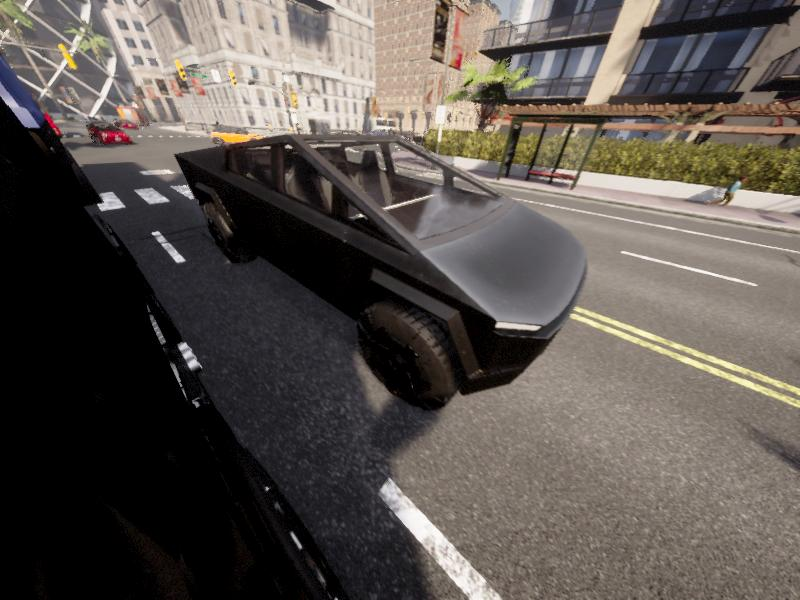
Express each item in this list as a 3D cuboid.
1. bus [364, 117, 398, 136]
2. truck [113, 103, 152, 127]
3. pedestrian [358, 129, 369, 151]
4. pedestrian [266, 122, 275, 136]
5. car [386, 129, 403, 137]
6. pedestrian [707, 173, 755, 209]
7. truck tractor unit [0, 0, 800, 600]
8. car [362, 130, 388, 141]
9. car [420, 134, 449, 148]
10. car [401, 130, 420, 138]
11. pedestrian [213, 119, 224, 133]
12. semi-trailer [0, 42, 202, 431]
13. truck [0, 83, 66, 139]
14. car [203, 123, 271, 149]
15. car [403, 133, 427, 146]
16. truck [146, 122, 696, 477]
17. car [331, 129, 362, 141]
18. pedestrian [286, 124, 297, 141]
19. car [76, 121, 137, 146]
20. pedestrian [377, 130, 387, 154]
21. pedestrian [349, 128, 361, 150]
[{"bbox_3d":[-5.950,-52.874,70.354,10.273,4.253,3.944,28,44,29],"label":"bus"},{"bbox_3d":[-59.663,-41.383,51.862,2.891,3.827,8.468,-18,41,-25],"label":"truck"},{"bbox_3d":[-3.781,-16.801,24.263,0.751,1.860,0.751,-27,46,-34],"label":"pedestrian"},{"bbox_3d":[-21.956,-29.049,39.187,0.751,1.860,0.751,29,44,30],"label":"pedestrian"},{"bbox_3d":[-1.476,-46.620,64.570,4.514,1.525,2.007,27,43,29],"label":"car"},{"bbox_3d":[12.549,-4.153,8.810,0.500,1.100,0.500,30,45,32],"label":"pedestrian"},{"bbox_3d":[-2.645,-0.295,0.351,6.516,4.208,3.053,28,44,30],"label":"truck tractor unit"},{"bbox_3d":[-4.731,-31.264,43.833,1.882,1.535,5.008,28,43,29],"label":"car"},{"bbox_3d":[5.330,-24.123,34.985,1.837,1.490,4.892,28,43,29],"label":"car"},{"bbox_3d":[2.878,-47.107,65.410,5.238,1.638,1.930,27,43,29],"label":"car"},{"bbox_3d":[-31.424,-30.121,40.002,0.751,1.860,0.751,30,44,31],"label":"pedestrian"},{"bbox_3d":[-8.696,-3.610,4.226,14.254,4.402,2.717,28,44,30],"label":"semi-trailer"},{"bbox_3d":[-36.240,-18.095,22.275,8.468,3.827,2.891,28,44,30],"label":"truck"},{"bbox_3d":[-15.141,-15.441,21.800,4.553,1.767,2.097,-7,38,-13],"label":"car"},{"bbox_3d":[2.324,-25.351,36.380,1.789,1.549,3.705,28,44,29],"label":"car"},{"bbox_3d":[-0.938,-1.248,3.510,6.274,2.098,2.390,28,44,30],"label":"truck"},{"bbox_3d":[-9.046,-28.248,39.559,1.837,1.490,4.892,28,43,29],"label":"car"},{"bbox_3d":[-15.456,-23.881,32.960,0.751,1.860,0.751,-28,47,-35],"label":"pedestrian"},{"bbox_3d":[-25.459,-14.475,20.061,4.514,1.525,2.007,23,41,24],"label":"car"},{"bbox_3d":[-1.777,-15.620,22.815,0.751,1.860,0.751,19,40,21],"label":"pedestrian"},{"bbox_3d":[-4.814,-17.250,24.795,0.751,1.860,0.751,32,46,33],"label":"pedestrian"}]
